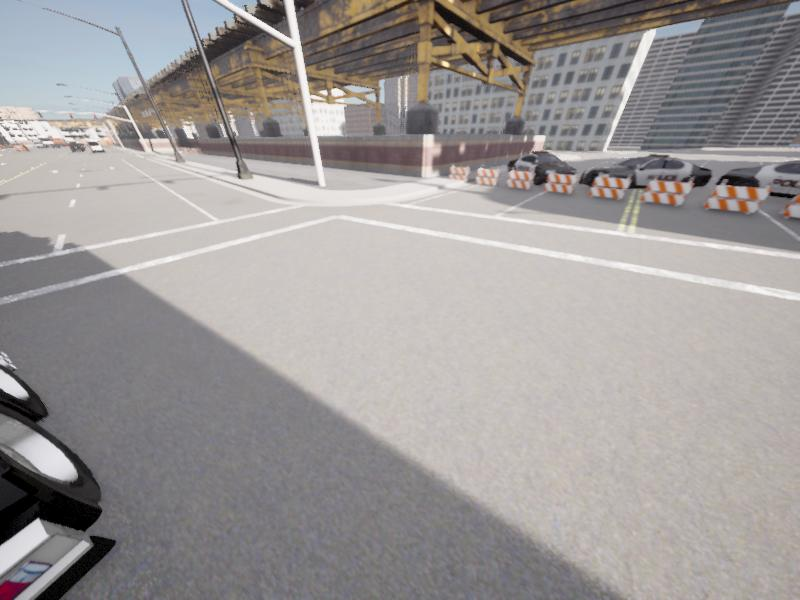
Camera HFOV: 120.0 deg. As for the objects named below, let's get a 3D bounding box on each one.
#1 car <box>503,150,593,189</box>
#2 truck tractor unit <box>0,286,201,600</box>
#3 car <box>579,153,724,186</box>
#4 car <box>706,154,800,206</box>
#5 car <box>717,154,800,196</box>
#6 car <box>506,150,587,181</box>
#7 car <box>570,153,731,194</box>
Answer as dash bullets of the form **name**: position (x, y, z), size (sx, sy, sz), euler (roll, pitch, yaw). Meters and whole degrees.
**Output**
- **car**: position (8.512, -8.072, 14.015), size (2.038, 1.542, 4.974), euler (-3, 35, -3)
- **truck tractor unit**: position (-5.154, -0.256, 0.720), size (6.516, 4.208, 3.053), euler (17, 39, 22)
- **car**: position (11.977, -6.442, 11.372), size (4.536, 1.218, 1.853), euler (3, 35, 5)
- **car**: position (16.426, -4.602, 8.967), size (2.038, 1.542, 4.974), euler (-12, 37, -15)
- **car**: position (16.407, -4.759, 8.917), size (1.853, 1.218, 4.536), euler (-12, 37, -15)
- **car**: position (8.507, -8.230, 13.967), size (1.853, 1.218, 4.536), euler (-3, 35, -3)
- **car**: position (11.926, -6.315, 11.467), size (4.974, 1.542, 2.038), euler (3, 35, 5)
